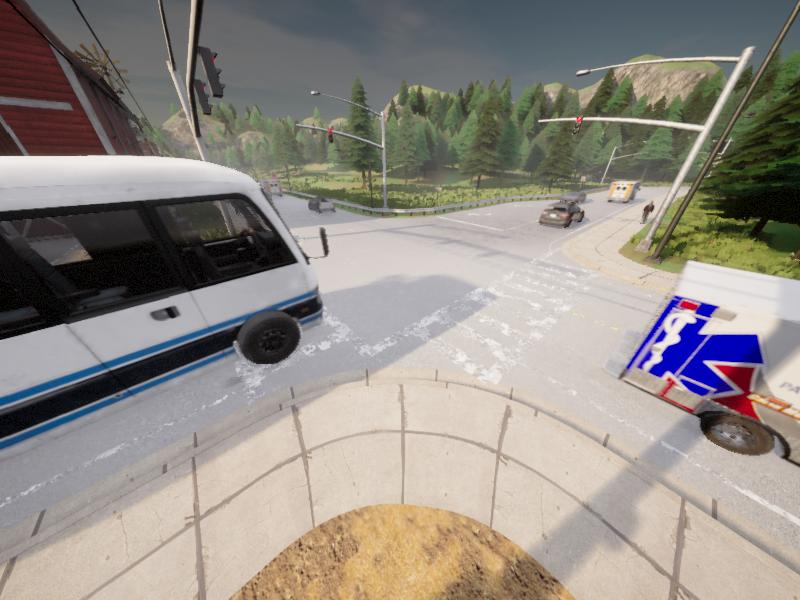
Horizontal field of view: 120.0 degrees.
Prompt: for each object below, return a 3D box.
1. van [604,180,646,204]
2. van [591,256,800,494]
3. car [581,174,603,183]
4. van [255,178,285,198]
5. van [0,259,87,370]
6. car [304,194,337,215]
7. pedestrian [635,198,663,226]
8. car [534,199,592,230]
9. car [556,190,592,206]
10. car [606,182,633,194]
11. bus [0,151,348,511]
[{"bbox_3d":[30.592,-14.757,31.428,6.366,2.431,2.351,-22,37,-33],"label":"van"},{"bbox_3d":[7.180,1.664,3.039,2.351,2.431,6.366,-22,37,-33],"label":"van"},{"bbox_3d":[53.653,-33.944,64.683,1.905,1.878,3.866,-11,34,-18],"label":"car"},{"bbox_3d":[-21.191,-18.285,37.591,2.351,2.431,6.366,-22,37,-33],"label":"van"},{"bbox_3d":[-10.874,0.815,4.885,4.442,1.987,1.775,-23,37,-35],"label":"van"},{"bbox_3d":[-8.419,-10.153,24.406,1.845,1.501,3.633,-22,37,-33],"label":"car"},{"bbox_3d":[19.000,-6.711,17.706,0.751,1.860,0.751,20,35,30],"label":"pedestrian"},{"bbox_3d":[13.453,-7.154,19.017,4.611,1.667,2.242,-23,37,-34],"label":"car"},{"bbox_3d":[22.347,-13.136,29.652,5.357,1.411,2.033,-23,37,-34],"label":"car"},{"bbox_3d":[39.921,-20.373,42.045,4.611,1.667,2.242,-22,36,-32],"label":"car"},{"bbox_3d":[-6.628,0.248,3.642,10.273,4.253,3.944,-25,38,-34],"label":"bus"}]
